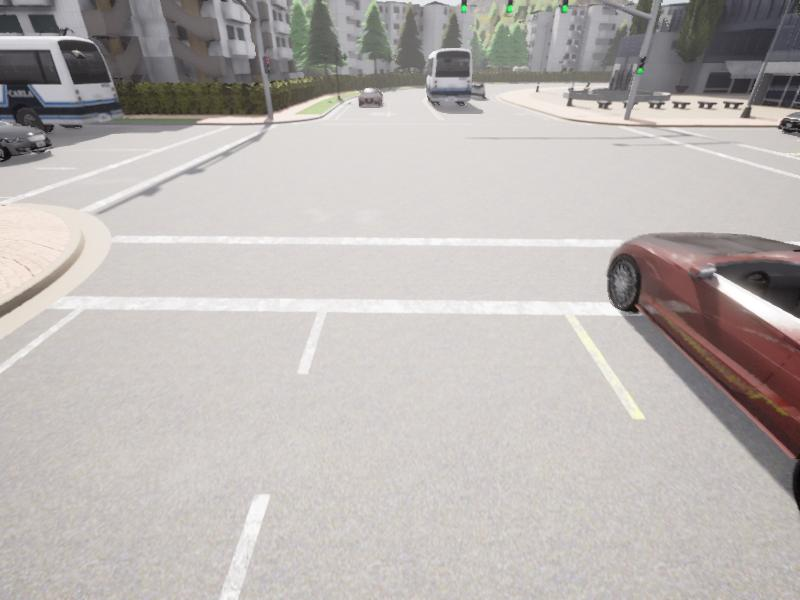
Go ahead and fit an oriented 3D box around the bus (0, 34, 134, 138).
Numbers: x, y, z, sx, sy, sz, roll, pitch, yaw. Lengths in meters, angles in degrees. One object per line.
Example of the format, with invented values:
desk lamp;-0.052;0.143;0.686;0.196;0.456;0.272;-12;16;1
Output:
bus;-20.459;-10.846;20.334;10.273;4.253;3.944;1;30;1

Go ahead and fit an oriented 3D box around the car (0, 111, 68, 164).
car;-15.933;-6.119;14.966;4.902;1.511;2.128;1;30;2

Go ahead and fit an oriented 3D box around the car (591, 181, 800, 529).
car;4.138;0.309;3.871;2.152;1.651;5.027;0;30;0

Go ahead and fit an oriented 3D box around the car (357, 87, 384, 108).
car;-2.532;-17.729;34.973;1.994;1.385;4.181;1;30;1

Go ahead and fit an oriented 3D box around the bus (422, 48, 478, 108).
bus;4.222;-20.491;36.849;3.944;4.253;10.273;0;30;1

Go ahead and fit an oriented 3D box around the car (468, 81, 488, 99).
car;8.454;-22.925;43.632;1.851;1.617;3.988;4;31;7

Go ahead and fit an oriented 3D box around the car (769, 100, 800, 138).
car;21.887;-9.047;19.979;4.514;1.525;2.007;1;30;2
